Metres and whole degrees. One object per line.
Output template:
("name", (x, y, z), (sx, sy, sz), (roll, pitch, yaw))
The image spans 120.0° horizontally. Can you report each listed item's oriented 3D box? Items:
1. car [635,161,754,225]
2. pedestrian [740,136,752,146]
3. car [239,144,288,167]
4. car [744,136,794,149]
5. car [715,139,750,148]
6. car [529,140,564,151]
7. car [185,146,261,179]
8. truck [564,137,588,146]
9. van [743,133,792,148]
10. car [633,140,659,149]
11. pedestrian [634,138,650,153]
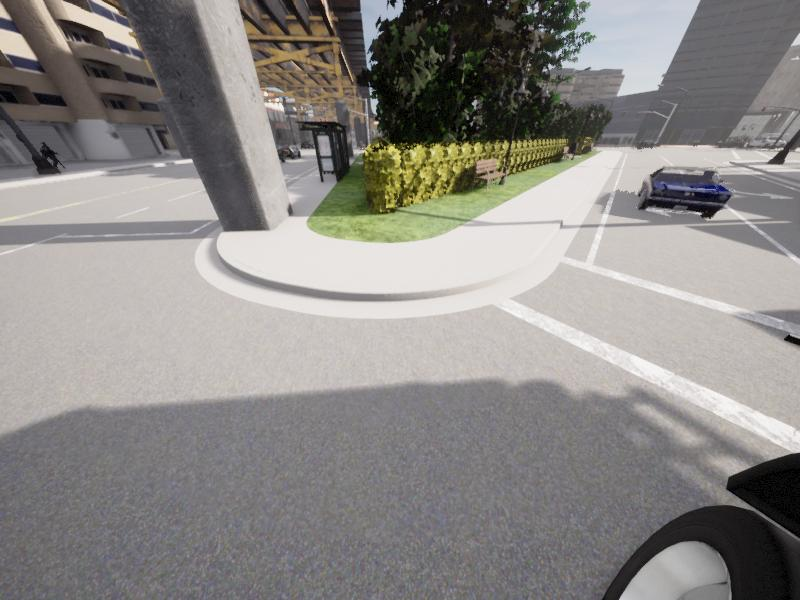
("car", (10.427, -4.212, 8.647), (1.895, 1.301, 4.718), (25, 43, 31))
("pedestrian", (80.049, -36.809, 53.494), (0.751, 1.860, 0.751), (-28, 44, -33))
("car", (-13.028, -14.149, 22.471), (2.152, 1.651, 5.027), (-3, 35, -4))
("car", (71.851, -30.704, 45.033), (5.566, 2.045, 2.150), (-3, 35, -4))
("car", (68.869, -32.333, 47.835), (4.193, 1.474, 1.816), (-3, 35, -4))
("car", (26.571, -28.102, 42.039), (4.902, 1.511, 2.128), (-3, 35, -4))
("car", (-12.412, -10.106, 16.756), (1.930, 1.638, 5.238), (-3, 35, -4))
("truck", (50.986, -46.045, 67.135), (2.390, 2.098, 6.274), (2, 35, 4))
("van", (76.319, -33.156, 48.042), (5.915, 2.561, 1.988), (-3, 35, -4))
("car", (51.095, -32.467, 48.158), (2.163, 1.488, 4.792), (15, 38, 21))
("pedestrian", (36.938, -23.593, 35.286), (0.751, 1.860, 0.751), (-4, 36, -6))
